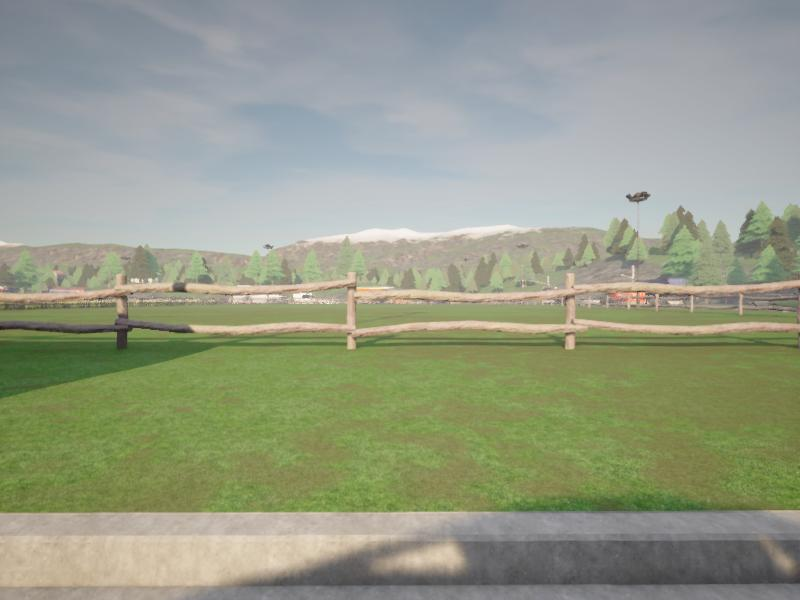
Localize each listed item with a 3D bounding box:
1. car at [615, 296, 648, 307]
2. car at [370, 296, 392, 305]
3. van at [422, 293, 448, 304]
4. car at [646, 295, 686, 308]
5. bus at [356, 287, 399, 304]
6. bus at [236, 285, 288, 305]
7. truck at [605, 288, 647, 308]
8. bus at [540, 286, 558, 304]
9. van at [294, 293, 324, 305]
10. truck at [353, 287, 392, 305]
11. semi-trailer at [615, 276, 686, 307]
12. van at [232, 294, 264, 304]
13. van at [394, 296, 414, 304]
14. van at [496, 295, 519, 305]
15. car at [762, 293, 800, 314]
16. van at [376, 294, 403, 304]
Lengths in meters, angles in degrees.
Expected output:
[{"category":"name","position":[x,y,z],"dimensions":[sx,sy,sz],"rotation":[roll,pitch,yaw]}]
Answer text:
[{"category":"car","position":[33.355,0.220,57.905],"dimensions":[1.882,1.535,5.008],"rotation":[0,0,0]},{"category":"car","position":[-4.077,0.055,84.986],"dimensions":[4.605,1.855,1.932],"rotation":[-1,0,-1]},{"category":"van","position":[8.074,-0.279,92.113],"dimensions":[5.915,2.561,1.988],"rotation":[0,0,0]},{"category":"car","position":[36.843,0.177,55.612],"dimensions":[2.152,1.651,5.027],"rotation":[0,0,0]},{"category":"bus","position":[-5.467,-1.134,99.097],"dimensions":[10.273,4.253,3.944],"rotation":[0,0,-1]},{"category":"bus","position":[-30.367,-1.136,88.344],"dimensions":[10.273,4.253,3.944],"rotation":[0,0,-1]},{"category":"truck","position":[29.839,-0.246,53.109],"dimensions":[2.627,2.467,5.204],"rotation":[0,0,0]},{"category":"bus","position":[36.863,-1.140,98.787],"dimensions":[3.944,4.253,10.273],"rotation":[2,1,22]},{"category":"van","position":[-19.360,-0.276,84.831],"dimensions":[5.915,2.561,1.988],"rotation":[0,0,-1]},{"category":"truck","position":[-5.923,-0.924,88.466],"dimensions":[8.468,3.827,2.891],"rotation":[0,0,-1]},{"category":"semi-trailer","position":[40.333,-1.220,65.388],"dimensions":[2.717,4.402,14.254],"rotation":[0,0,0]},{"category":"van","position":[-34.732,-0.224,91.677],"dimensions":[6.366,2.431,2.351],"rotation":[0,0,-1]},{"category":"van","position":[0.893,-0.005,92.041],"dimensions":[4.442,1.987,1.775],"rotation":[0,0,-1]},{"category":"van","position":[24.247,-0.028,90.090],"dimensions":[4.480,2.038,2.069],"rotation":[0,1,-18]},{"category":"car","position":[29.772,0.226,29.526],"dimensions":[2.007,1.525,4.514],"rotation":[0,0,1]},{"category":"van","position":[-2.375,-0.222,95.507],"dimensions":[6.366,2.431,2.351],"rotation":[0,0,-1]}]
